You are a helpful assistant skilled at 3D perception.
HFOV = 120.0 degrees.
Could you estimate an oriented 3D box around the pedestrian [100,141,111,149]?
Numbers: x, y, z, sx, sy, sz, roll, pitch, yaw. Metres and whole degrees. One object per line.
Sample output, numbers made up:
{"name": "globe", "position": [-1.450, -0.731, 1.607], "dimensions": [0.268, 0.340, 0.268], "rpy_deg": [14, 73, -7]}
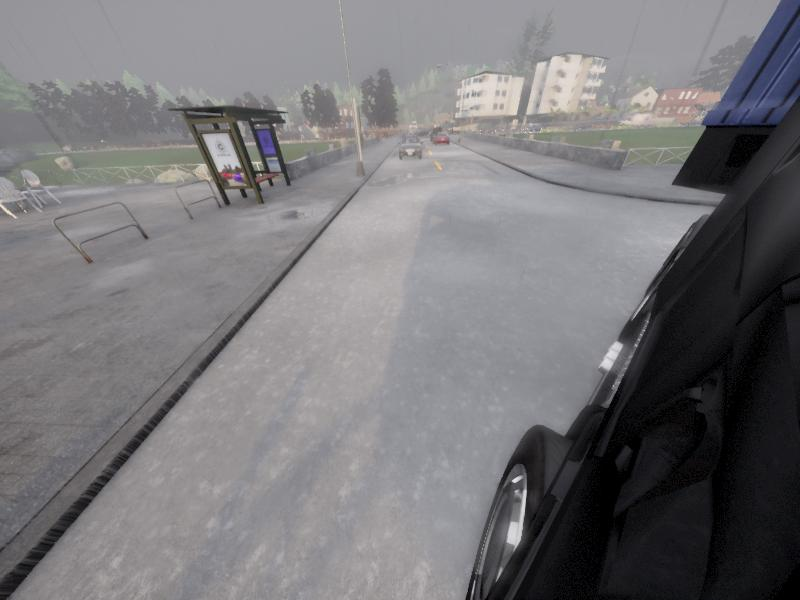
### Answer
{"name": "pedestrian", "position": [-79.253, -41.675, 62.137], "dimensions": [0.751, 1.860, 0.751], "rpy_deg": [-4, 37, -2]}

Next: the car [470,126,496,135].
{"name": "car", "position": [20.040, -40.978, 55.840], "dimensions": [5.357, 1.411, 2.033], "rpy_deg": [0, 37, 4]}

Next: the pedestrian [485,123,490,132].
{"name": "pedestrian", "position": [22.699, -44.962, 60.190], "dimensions": [0.751, 1.860, 0.751], "rpy_deg": [0, 37, 3]}

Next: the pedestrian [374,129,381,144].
{"name": "pedestrian", "position": [-3.425, -25.095, 35.496], "dimensions": [0.751, 1.860, 0.751], "rpy_deg": [0, 37, 4]}

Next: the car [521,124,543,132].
{"name": "car", "position": [31.358, -40.992, 55.109], "dimensions": [3.806, 1.475, 1.970], "rpy_deg": [0, 37, 4]}

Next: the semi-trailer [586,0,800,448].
{"name": "semi-trailer", "position": [9.992, -2.008, 2.023], "dimensions": [14.254, 4.402, 2.717], "rpy_deg": [-8, 37, -7]}

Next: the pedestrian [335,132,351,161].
{"name": "pedestrian", "position": [-4.497, -12.236, 18.435], "dimensions": [0.751, 1.860, 0.751], "rpy_deg": [0, 37, 4]}

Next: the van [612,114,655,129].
{"name": "van", "position": [53.889, -41.336, 53.420], "dimensions": [6.366, 2.431, 2.351], "rpy_deg": [0, 37, 4]}

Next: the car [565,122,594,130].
{"name": "car", "position": [42.205, -40.980, 54.428], "dimensions": [4.892, 1.490, 1.837], "rpy_deg": [0, 37, 3]}

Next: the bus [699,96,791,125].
{"name": "bus", "position": [71.982, -39.703, 48.636], "dimensions": [10.273, 4.253, 3.944], "rpy_deg": [0, 37, 4]}

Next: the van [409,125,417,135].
{"name": "van", "position": [4.198, -53.834, 73.054], "dimensions": [2.351, 2.431, 6.366], "rpy_deg": [0, 37, 4]}

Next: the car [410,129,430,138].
{"name": "car", "position": [4.589, -38.367, 53.207], "dimensions": [1.837, 1.490, 4.892], "rpy_deg": [26, 45, 34]}

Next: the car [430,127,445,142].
{"name": "car", "position": [5.969, -26.797, 37.385], "dimensions": [1.905, 1.878, 3.866], "rpy_deg": [0, 37, 4]}

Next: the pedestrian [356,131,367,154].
{"name": "pedestrian", "position": [-3.804, -15.597, 22.869], "dimensions": [0.751, 1.860, 0.751], "rpy_deg": [-3, 37, 0]}

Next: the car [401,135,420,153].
{"name": "car", "position": [1.196, -17.097, 25.251], "dimensions": [1.895, 1.301, 4.718], "rpy_deg": [0, 37, 4]}

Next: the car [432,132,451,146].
{"name": "car", "position": [5.637, -22.294, 31.844], "dimensions": [1.994, 1.385, 4.181], "rpy_deg": [-1, 37, 2]}

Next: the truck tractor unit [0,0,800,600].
{"name": "truck tractor unit", "position": [2.645, -0.295, 0.352], "dimensions": [6.516, 4.208, 3.053], "rpy_deg": [-28, 44, -30]}

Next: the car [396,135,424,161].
{"name": "car", "position": [0.939, -13.008, 19.641], "dimensions": [2.128, 1.511, 4.902], "rpy_deg": [1, 37, 4]}
